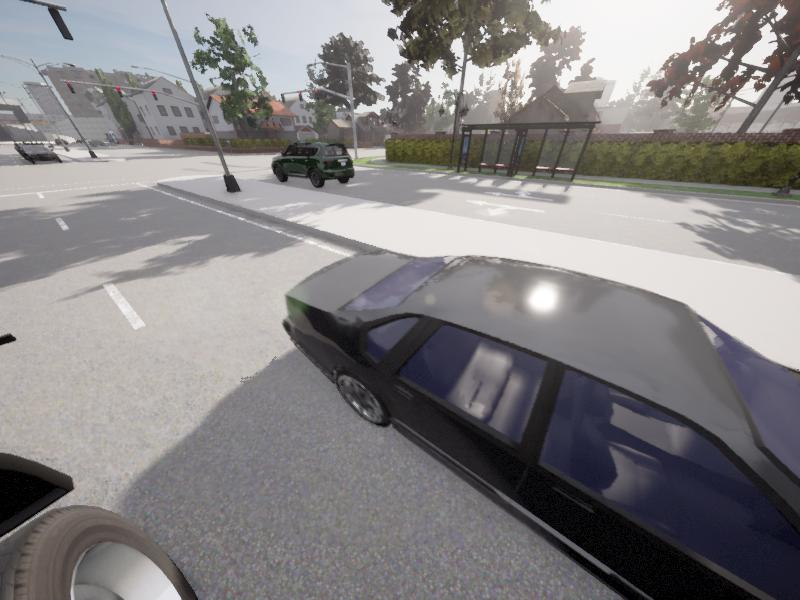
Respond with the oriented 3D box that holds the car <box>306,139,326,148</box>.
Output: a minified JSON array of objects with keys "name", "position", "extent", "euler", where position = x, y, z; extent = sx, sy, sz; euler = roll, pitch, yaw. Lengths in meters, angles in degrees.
[{"name":"car","position":[-18.301,-34.305,50.615],"extent":[3.806,1.475,1.970],"euler":[22,41,28]}]

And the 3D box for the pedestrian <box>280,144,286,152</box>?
[{"name":"pedestrian","position":[-19.198,-24.902,37.885],"extent":[0.500,1.100,0.500],"euler":[21,40,27]}]

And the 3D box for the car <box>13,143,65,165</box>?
[{"name":"car","position":[-35.941,-14.626,23.005],"extent":[5.238,1.638,1.930],"euler":[22,40,27]}]

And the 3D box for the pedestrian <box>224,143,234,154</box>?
[{"name":"pedestrian","position":[-25.348,-22.467,34.213],"extent":[0.751,1.300,0.751],"euler":[-26,43,-32]}]

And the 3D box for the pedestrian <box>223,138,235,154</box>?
[{"name":"pedestrian","position":[-24.855,-22.382,33.608],"extent":[0.751,1.860,0.751],"euler":[-29,45,-35]}]

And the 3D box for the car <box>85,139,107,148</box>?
[{"name":"car","position":[-73.626,-38.005,55.951],"extent":[5.027,1.651,2.152],"euler":[22,41,28]}]

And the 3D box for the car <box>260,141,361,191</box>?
[{"name":"car","position":[-5.125,-7.863,13.265],"extent":[5.566,2.045,2.150],"euler":[22,41,28]}]

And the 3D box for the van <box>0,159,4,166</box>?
[{"name":"van","position":[-38.045,-13.161,20.563],"extent":[4.480,2.038,2.069],"euler":[22,41,28]}]

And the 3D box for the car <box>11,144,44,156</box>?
[{"name":"car","position":[-52.348,-21.132,32.428],"extent":[4.718,1.301,1.895],"euler":[22,41,28]}]

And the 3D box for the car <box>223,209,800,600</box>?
[{"name":"car","position":[1.241,0.621,1.832],"extent":[5.357,1.411,2.033],"euler":[22,41,28]}]

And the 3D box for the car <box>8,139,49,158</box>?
[{"name":"car","position":[-46.974,-19.190,29.191],"extent":[3.866,1.878,1.905],"euler":[22,41,28]}]

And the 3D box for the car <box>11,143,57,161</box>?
[{"name":"car","position":[-41.752,-16.900,26.332],"extent":[4.792,1.488,2.163],"euler":[22,41,28]}]
